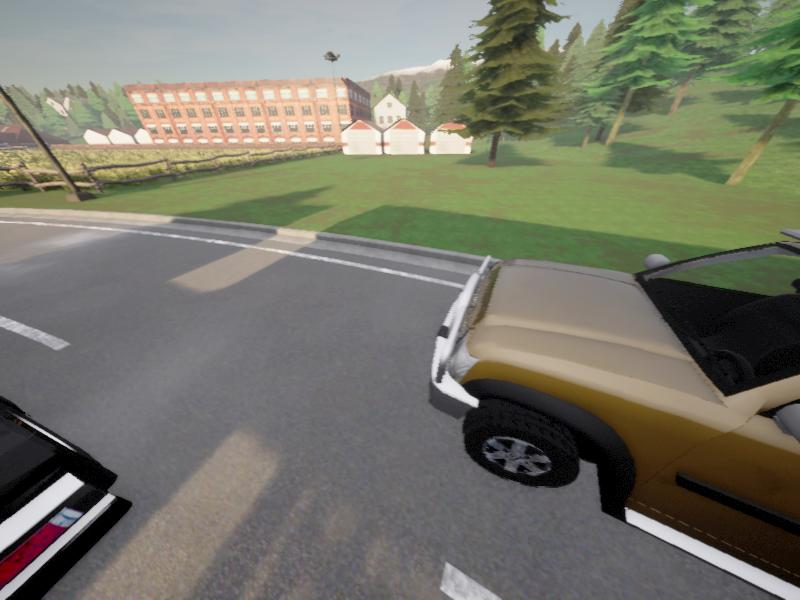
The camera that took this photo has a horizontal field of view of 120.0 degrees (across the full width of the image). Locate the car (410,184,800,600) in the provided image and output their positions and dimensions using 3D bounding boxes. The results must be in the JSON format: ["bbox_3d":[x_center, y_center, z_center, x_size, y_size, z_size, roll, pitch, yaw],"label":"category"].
[{"bbox_3d":[2.585,0.579,1.457,4.605,1.855,1.932,16,37,22],"label":"car"}]

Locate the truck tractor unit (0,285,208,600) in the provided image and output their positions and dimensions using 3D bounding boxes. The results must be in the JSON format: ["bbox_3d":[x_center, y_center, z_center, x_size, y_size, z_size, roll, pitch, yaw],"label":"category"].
[{"bbox_3d":[-5.259,-0.116,0.531,6.516,4.208,3.053,12,37,16],"label":"truck tractor unit"}]
